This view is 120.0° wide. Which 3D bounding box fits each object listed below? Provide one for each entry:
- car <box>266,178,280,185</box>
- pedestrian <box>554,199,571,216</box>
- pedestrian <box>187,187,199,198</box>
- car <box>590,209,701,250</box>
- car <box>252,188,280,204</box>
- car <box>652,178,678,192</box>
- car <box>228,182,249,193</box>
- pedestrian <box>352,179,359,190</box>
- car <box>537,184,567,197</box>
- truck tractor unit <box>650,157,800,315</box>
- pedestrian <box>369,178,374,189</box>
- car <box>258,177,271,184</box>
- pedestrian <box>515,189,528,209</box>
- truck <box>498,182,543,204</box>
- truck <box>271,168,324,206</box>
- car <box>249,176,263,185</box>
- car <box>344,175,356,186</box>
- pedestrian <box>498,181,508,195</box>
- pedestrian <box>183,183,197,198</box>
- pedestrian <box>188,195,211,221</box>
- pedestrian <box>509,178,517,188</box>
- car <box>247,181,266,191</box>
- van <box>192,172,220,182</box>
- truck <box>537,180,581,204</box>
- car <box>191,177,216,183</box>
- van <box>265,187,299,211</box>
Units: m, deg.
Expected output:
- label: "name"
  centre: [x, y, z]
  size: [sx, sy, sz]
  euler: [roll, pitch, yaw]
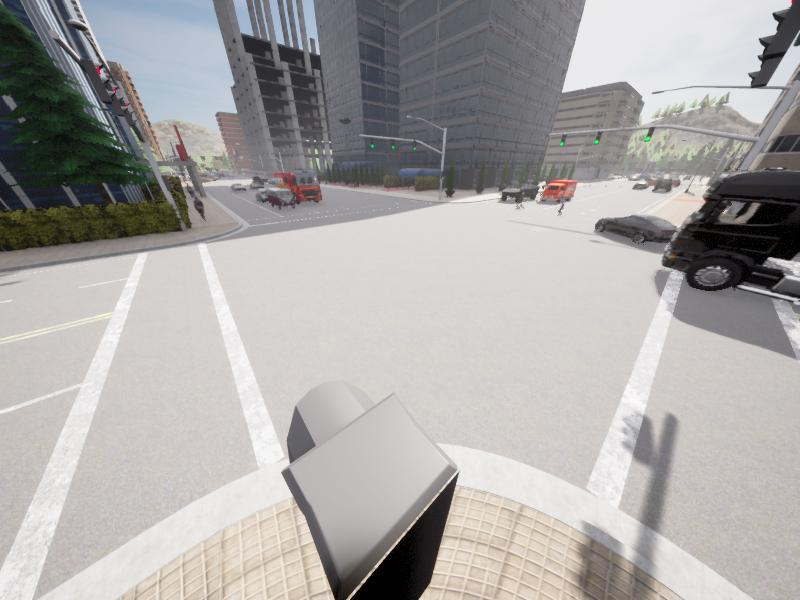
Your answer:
- label: "car"
  centre: [-32.758, -30.521, 59.477]
  size: [1.970, 1.475, 3.806]
  euler: [-23, 37, -34]
- label: "pedestrian"
  centre: [15.336, -8.752, 21.816]
  size: [0.751, 1.300, 0.751]
  euler: [-18, 34, -28]
- label: "pedestrian"
  centre: [-29.437, -15.294, 32.842]
  size: [0.751, 1.300, 0.751]
  euler: [-24, 38, -35]
- label: "car"
  centre: [14.908, -4.627, 14.576]
  size: [1.812, 1.442, 4.674]
  euler: [-2, 30, -2]
- label: "car"
  centre: [-17.286, -13.422, 29.777]
  size: [1.970, 1.475, 3.806]
  euler: [-23, 37, -34]
- label: "car"
  centre: [49.505, -21.497, 43.190]
  size: [5.566, 2.045, 2.150]
  euler: [-23, 37, -34]
- label: "car"
  centre: [-29.811, -20.714, 42.489]
  size: [2.033, 1.411, 5.357]
  euler: [-23, 37, -34]
- label: "pedestrian"
  centre: [-8.293, -21.500, 43.032]
  size: [0.751, 1.860, 0.751]
  euler: [-20, 36, -31]
- label: "car"
  centre: [24.239, -17.521, 36.774]
  size: [5.366, 1.575, 1.801]
  euler: [-22, 37, -33]
- label: "truck tractor unit"
  centre: [13.439, -1.916, 7.097]
  size: [3.053, 4.208, 6.516]
  euler: [-25, 39, -36]
- label: "pedestrian"
  centre: [-5.751, -23.601, 46.667]
  size: [0.751, 1.860, 0.751]
  euler: [15, 33, 24]
- label: "car"
  centre: [-38.033, -33.671, 64.788]
  size: [1.882, 1.535, 5.008]
  euler: [-23, 37, -34]
- label: "pedestrian"
  centre: [13.145, -10.956, 25.073]
  size: [0.751, 1.860, 0.751]
  euler: [17, 34, 27]
- label: "truck"
  centre: [16.129, -14.403, 30.853]
  size: [6.274, 2.098, 2.390]
  euler: [-22, 37, -33]
- label: "truck"
  centre: [-13.322, -14.808, 29.830]
  size: [2.891, 3.827, 8.468]
  euler: [-23, 37, -34]
- label: "car"
  centre: [-36.316, -30.117, 58.300]
  size: [1.905, 1.878, 3.866]
  euler: [-23, 37, -34]
- label: "car"
  centre: [-11.925, -28.857, 55.608]
  size: [2.390, 2.098, 6.274]
  euler: [-5, 30, -9]
- label: "pedestrian"
  centre: [15.908, -17.244, 35.660]
  size: [0.751, 1.860, 0.751]
  euler: [-16, 33, -25]
- label: "pedestrian"
  centre: [-29.201, -15.186, 32.094]
  size: [0.751, 1.860, 0.751]
  euler: [-26, 39, -37]
- label: "pedestrian"
  centre: [-16.237, -7.462, 18.716]
  size: [0.751, 1.860, 0.751]
  euler: [-23, 37, -34]
- label: "pedestrian"
  centre: [22.772, -23.642, 46.689]
  size: [0.751, 1.860, 0.751]
  euler: [-21, 36, -32]
- label: "car"
  centre: [-28.584, -22.680, 45.921]
  size: [1.994, 1.385, 4.181]
  euler: [-23, 37, -34]
- label: "van"
  centre: [-57.981, -36.751, 69.078]
  size: [5.915, 2.561, 1.988]
  euler: [-23, 37, -34]
- label: "truck"
  centre: [20.639, -14.160, 30.062]
  size: [5.204, 2.467, 2.627]
  euler: [-23, 37, -34]
- label: "car"
  centre: [-55.280, -33.779, 64.976]
  size: [5.008, 1.535, 1.882]
  euler: [-1, 30, -2]
- label: "van"
  centre: [-13.002, -11.136, 25.307]
  size: [1.775, 1.987, 4.442]
  euler: [-23, 37, -34]
